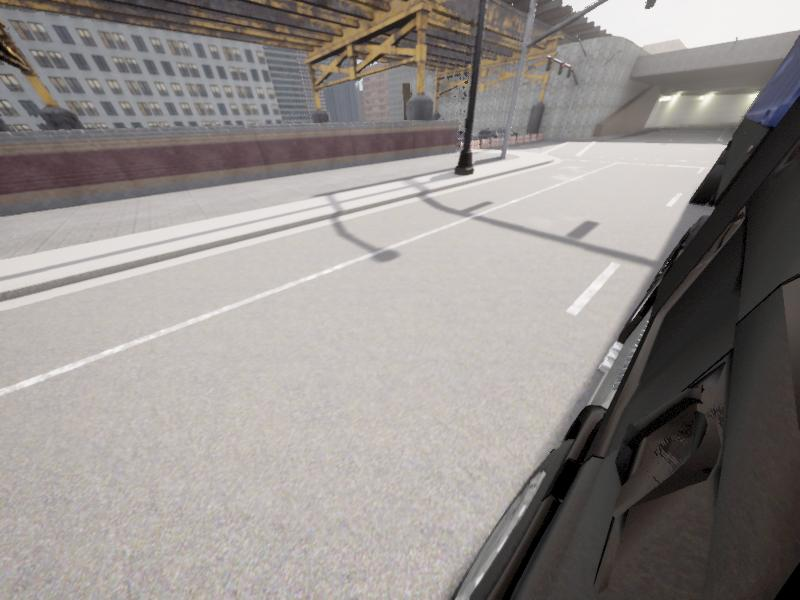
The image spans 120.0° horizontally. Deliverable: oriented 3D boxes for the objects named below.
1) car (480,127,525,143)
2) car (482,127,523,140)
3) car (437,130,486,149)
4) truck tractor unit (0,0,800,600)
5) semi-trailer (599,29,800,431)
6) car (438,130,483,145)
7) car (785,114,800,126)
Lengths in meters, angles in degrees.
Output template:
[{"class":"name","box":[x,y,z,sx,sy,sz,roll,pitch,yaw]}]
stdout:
[{"class":"car","box":[13.832,-22.395,31.319,4.974,1.542,2.038,-8,37,-8]},{"class":"car","box":[13.776,-22.513,31.217,4.536,1.218,1.853,-8,37,-8]},{"class":"car","box":[6.709,-17.984,25.847,4.974,1.542,2.038,1,37,4]},{"class":"truck tractor unit","box":[2.645,-0.295,0.352,6.516,4.208,3.053,-28,44,-30]},{"class":"semi-trailer","box":[8.630,-3.641,4.307,14.254,4.402,2.717,-29,44,-31]},{"class":"car","box":[6.652,-18.110,25.756,4.536,1.218,1.853,1,37,4]},{"class":"car","box":[74.725,-32.986,42.236,5.027,1.651,2.152,-9,37,-9]}]
